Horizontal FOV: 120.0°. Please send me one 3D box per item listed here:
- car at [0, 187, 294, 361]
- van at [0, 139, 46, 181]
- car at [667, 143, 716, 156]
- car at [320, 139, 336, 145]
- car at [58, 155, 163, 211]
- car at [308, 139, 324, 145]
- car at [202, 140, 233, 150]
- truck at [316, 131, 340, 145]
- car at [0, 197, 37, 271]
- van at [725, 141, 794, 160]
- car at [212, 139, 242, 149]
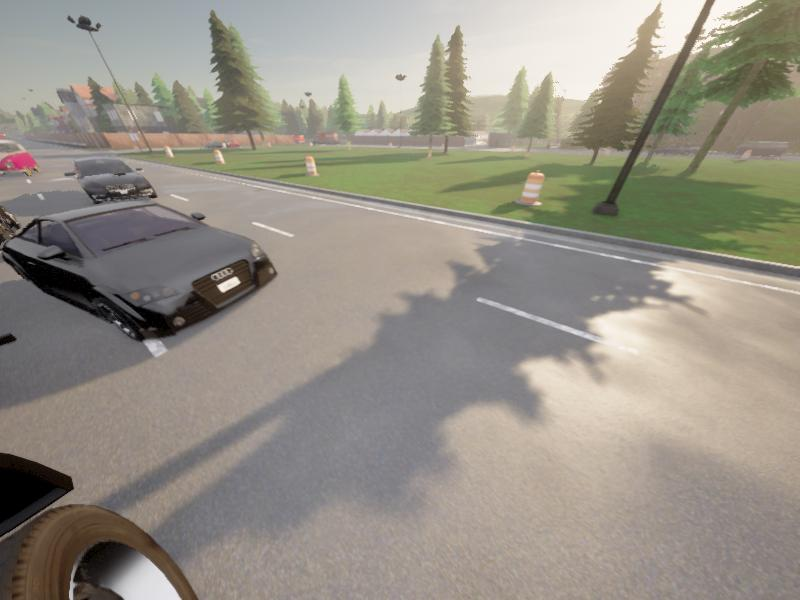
[{"bbox_3d":[-4.305,-0.804,3.819,4.181,1.385,1.994,13,37,18],"label":"car"},{"bbox_3d":[-25.079,-8.890,14.555,1.775,1.987,4.442,-29,44,-34],"label":"van"},{"bbox_3d":[49.302,-25.694,39.262,4.611,1.667,2.242,22,41,28],"label":"car"},{"bbox_3d":[-24.187,-53.138,77.785,5.027,1.651,2.152,22,41,28],"label":"car"},{"bbox_3d":[-12.263,-5.120,9.753,4.892,1.490,1.837,24,42,30],"label":"car"},{"bbox_3d":[-27.677,-52.180,76.227,4.611,1.667,2.242,22,41,28],"label":"car"},{"bbox_3d":[-38.231,-32.574,48.442,2.007,1.525,4.514,17,38,22],"label":"car"},{"bbox_3d":[-25.340,-57.101,81.226,8.468,3.827,2.891,22,41,28],"label":"truck"},{"bbox_3d":[-10.546,-1.819,4.980,5.027,1.651,2.152,22,41,28],"label":"car"},{"bbox_3d":[49.562,-20.781,32.036,4.442,1.987,1.775,22,41,28],"label":"van"},{"bbox_3d":[-39.224,-35.525,52.542,2.242,1.667,4.611,19,39,24],"label":"car"}]
